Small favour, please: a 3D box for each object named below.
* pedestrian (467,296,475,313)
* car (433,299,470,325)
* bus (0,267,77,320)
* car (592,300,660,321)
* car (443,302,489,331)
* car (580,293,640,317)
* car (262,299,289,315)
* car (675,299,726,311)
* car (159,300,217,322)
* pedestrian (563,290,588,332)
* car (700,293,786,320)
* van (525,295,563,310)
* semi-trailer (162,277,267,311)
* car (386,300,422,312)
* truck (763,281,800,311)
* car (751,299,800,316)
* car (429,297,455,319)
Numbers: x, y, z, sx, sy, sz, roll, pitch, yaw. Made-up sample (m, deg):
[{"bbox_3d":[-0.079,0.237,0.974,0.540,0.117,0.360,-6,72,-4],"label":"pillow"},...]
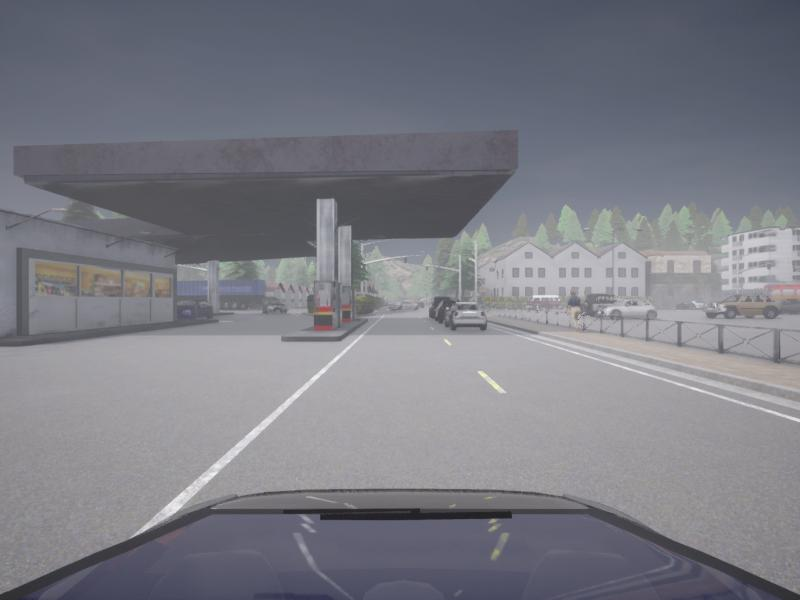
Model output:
[{"bbox_3d":[7.645,0.485,43.269,0.751,1.860,0.751,0,0,0],"label":"pedestrian"},{"bbox_3d":[3.572,0.778,28.533,2.033,1.649,4.856,0,0,0],"label":"car"},{"bbox_3d":[-33.989,-0.535,34.428,3.944,4.253,10.273,0,0,0],"label":"bus"},{"bbox_3d":[16.258,0.705,28.912,3.806,1.475,1.970,0,0,0],"label":"car"},{"bbox_3d":[3.559,0.853,22.210,1.970,1.475,3.806,0,0,0],"label":"car"},{"bbox_3d":[16.857,0.420,32.239,3.866,1.878,1.905,0,0,0],"label":"car"},{"bbox_3d":[-13.791,0.758,44.233,2.242,1.667,4.611,0,0,-25],"label":"car"},{"bbox_3d":[38.559,0.632,51.382,4.974,1.542,2.038,0,0,0],"label":"car"},{"bbox_3d":[-17.145,0.824,32.665,2.242,1.667,4.611,0,0,0],"label":"car"},{"bbox_3d":[7.815,0.485,17.841,0.751,1.860,0.751,0,0,-1],"label":"pedestrian"},{"bbox_3d":[24.737,0.441,28.980,4.605,1.855,1.932,0,0,0],"label":"car"},{"bbox_3d":[19.682,0.380,54.917,4.480,2.038,2.069,0,0,-4],"label":"van"},{"bbox_3d":[-25.691,-0.794,55.426,14.254,4.402,2.717,-1,0,11],"label":"semi-trailer"},{"bbox_3d":[0.568,0.798,53.708,4.674,1.442,1.812,-1,0,-36],"label":"car"},{"bbox_3d":[51.929,-0.516,50.630,8.468,3.827,2.891,0,0,29],"label":"truck"},{"bbox_3d":[34.723,0.642,35.957,4.514,1.523,2.007,0,0,0],"label":"car"},{"bbox_3d":[3.589,0.647,34.986,1.905,1.878,3.866,0,0,0],"label":"car"}]
